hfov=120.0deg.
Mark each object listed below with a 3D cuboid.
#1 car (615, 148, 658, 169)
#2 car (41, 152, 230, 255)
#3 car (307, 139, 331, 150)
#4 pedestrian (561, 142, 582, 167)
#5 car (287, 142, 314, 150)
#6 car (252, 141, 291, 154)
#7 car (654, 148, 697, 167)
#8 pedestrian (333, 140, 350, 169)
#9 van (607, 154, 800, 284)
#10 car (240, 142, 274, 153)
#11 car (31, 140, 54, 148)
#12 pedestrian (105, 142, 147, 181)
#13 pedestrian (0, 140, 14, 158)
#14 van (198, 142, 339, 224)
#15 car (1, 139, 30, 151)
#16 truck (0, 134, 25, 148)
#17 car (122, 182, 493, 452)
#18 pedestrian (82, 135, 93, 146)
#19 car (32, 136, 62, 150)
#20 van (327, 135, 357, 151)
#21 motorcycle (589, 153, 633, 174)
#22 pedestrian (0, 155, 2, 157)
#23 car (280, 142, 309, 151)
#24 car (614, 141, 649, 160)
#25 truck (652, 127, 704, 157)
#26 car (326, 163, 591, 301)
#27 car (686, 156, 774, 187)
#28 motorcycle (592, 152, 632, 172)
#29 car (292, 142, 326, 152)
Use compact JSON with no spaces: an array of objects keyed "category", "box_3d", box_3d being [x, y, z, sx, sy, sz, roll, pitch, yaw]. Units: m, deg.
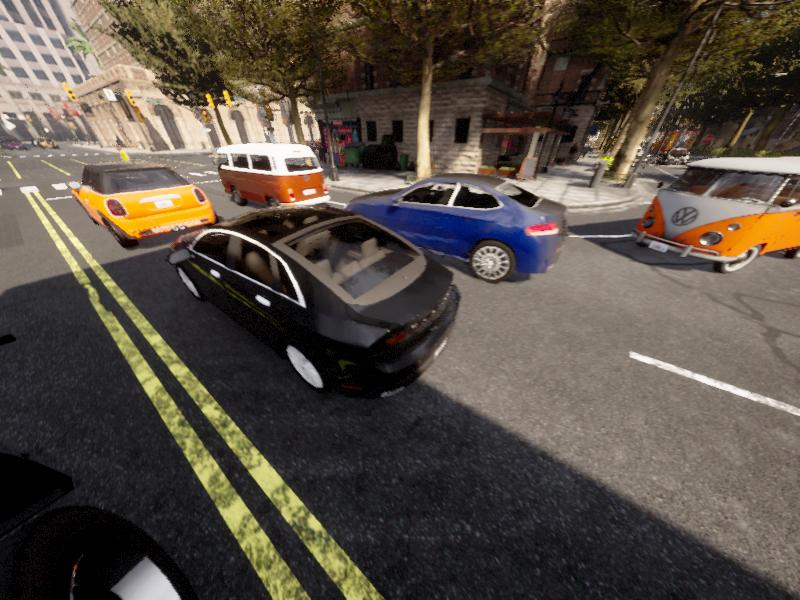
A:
[{"category":"car","box_3d":[23.753,-14.468,23.451,2.231,1.521,4.892,22,41,28]},{"category":"car","box_3d":[-7.382,-2.992,6.500,4.553,1.767,2.097,22,41,27]},{"category":"car","box_3d":[-16.287,-31.511,46.732,1.905,1.878,3.866,22,41,28]},{"category":"pedestrian","box_3d":[15.371,-13.051,20.684,0.751,1.860,0.751,-30,45,-35]},{"category":"car","box_3d":[-20.154,-31.375,46.997,1.895,1.301,4.718,22,41,28]},{"category":"car","box_3d":[-20.453,-24.441,36.970,2.038,1.542,4.974,22,41,28]},{"category":"car","box_3d":[29.467,-15.400,24.829,1.970,1.475,3.806,22,41,28]},{"category":"pedestrian","box_3d":[-4.537,-11.270,17.908,0.751,1.860,0.751,22,41,28]},{"category":"van","box_3d":[7.579,-1.959,5.058,4.442,1.987,1.775,-10,36,-14]},{"category":"car","box_3d":[-23.633,-25.282,38.263,1.994,1.385,4.181,22,41,28]},{"category":"car","box_3d":[-72.255,-31.574,46.632,4.718,1.301,1.895,22,41,28]},{"category":"pedestrian","box_3d":[-15.821,-7.979,13.365,0.751,1.860,0.751,24,42,30]},{"category":"pedestrian","box_3d":[-45.218,-17.235,26.115,0.751,1.860,0.751,24,42,30]},{"category":"van","box_3d":[-4.733,-4.474,8.422,4.480,2.038,2.069,22,40,27]},{"category":"car","box_3d":[-61.713,-24.835,37.056,4.193,1.474,1.816,22,41,28]},{"category":"truck","box_3d":[-78.840,-32.131,46.642,6.274,2.098,2.390,23,41,28]},{"category":"car","box_3d":[-1.578,-0.523,3.334,4.892,1.490,1.837,22,40,27]},{"category":"pedestrian","box_3d":[-70.175,-35.823,51.886,0.751,1.860,0.751,26,43,32]},{"category":"car","box_3d":[-62.470,-27.778,40.868,4.605,1.855,1.932,22,41,28]},{"category":"van","box_3d":[-11.675,-32.028,46.961,1.988,2.561,5.915,22,41,28]},{"category":"motorcycle","box_3d":[15.779,-10.225,17.331,2.033,1.145,0.803,3,45,4]},{"category":"pedestrian","box_3d":[-46.035,-16.990,25.759,0.751,1.860,0.751,15,38,20]},{"category":"car","box_3d":[-19.570,-28.601,43.019,1.994,1.385,4.181,23,41,29]},{"category":"car","box_3d":[32.527,-21.222,32.635,2.435,2.045,5.566,22,41,28]},{"category":"truck","box_3d":[46.175,-26.544,38.803,2.891,3.827,8.468,22,41,28]},{"category":"car","box_3d":[0.981,-1.991,5.337,5.027,1.651,2.152,22,40,27]},{"category":"car","box_3d":[21.193,-8.532,15.147,1.895,1.301,4.718,22,41,28]},{"category":"motorcycle","box_3d":[16.455,-10.723,17.975,1.805,1.236,0.856,3,35,4]},{"category":"car","box_3d":[-16.360,-27.727,41.798,2.033,1.411,5.357,22,41,28]}]
